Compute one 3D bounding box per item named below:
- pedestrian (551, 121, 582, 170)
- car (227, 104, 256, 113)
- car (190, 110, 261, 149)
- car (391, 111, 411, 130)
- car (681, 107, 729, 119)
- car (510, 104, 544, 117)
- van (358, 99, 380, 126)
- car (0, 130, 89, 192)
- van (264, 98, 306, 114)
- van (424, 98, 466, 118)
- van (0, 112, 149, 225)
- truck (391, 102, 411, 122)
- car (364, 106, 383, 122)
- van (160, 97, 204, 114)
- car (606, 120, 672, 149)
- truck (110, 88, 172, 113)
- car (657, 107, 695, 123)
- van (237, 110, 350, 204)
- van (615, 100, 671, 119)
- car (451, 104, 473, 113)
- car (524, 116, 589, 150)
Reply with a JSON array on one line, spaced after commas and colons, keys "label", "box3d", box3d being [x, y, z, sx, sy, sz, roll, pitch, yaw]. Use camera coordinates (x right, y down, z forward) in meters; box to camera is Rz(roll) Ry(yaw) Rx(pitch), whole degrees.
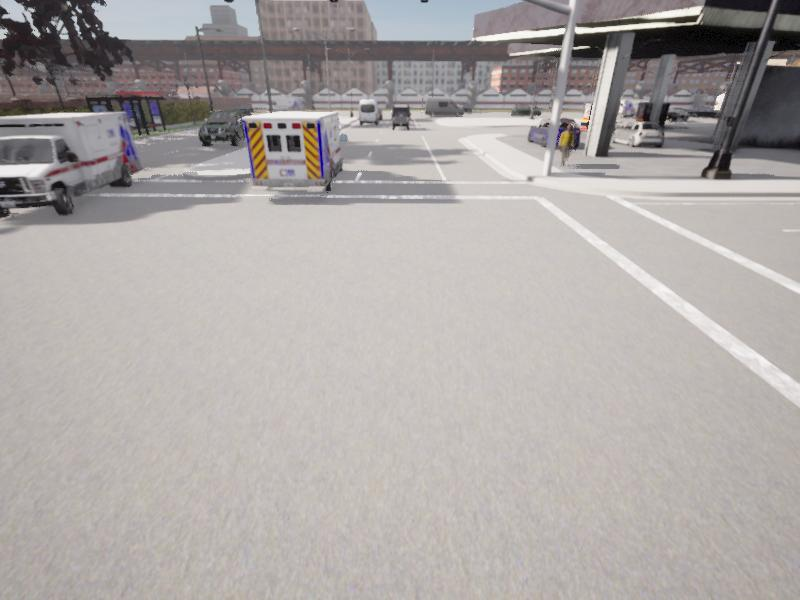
[{"label": "pedestrian", "box3d": [7.146, -6.646, 17.200, 0.751, 1.860, 0.751, 3, 27, 6]}, {"label": "car", "box3d": [-28.793, -34.870, 72.809, 4.181, 1.385, 1.994, 0, 27, 0]}, {"label": "car", "box3d": [-11.438, -11.560, 26.828, 2.150, 2.045, 5.566, 0, 27, 0]}, {"label": "car", "box3d": [0.084, -17.847, 39.700, 1.845, 1.501, 3.633, 0, 27, 0]}, {"label": "car", "box3d": [46.210, -28.430, 60.718, 5.357, 1.411, 2.033, 12, 29, 21]}, {"label": "car", "box3d": [20.027, -30.003, 63.203, 4.553, 1.767, 2.097, 0, 27, 0]}, {"label": "van", "box3d": [-3.400, -21.080, 44.867, 1.988, 2.561, 5.915, 0, 27, 0]}, {"label": "car", "box3d": [-14.960, -5.370, 15.217, 2.152, 1.651, 5.027, 0, 27, 0]}, {"label": "van", "box3d": [-19.939, -33.693, 69.426, 6.366, 2.431, 2.351, 0, 27, 0]}, {"label": "van", "box3d": [6.687, -28.820, 59.953, 5.915, 2.561, 1.988, 1, 27, 0]}, {"label": "van", "box3d": [-10.621, -4.474, 12.619, 2.351, 2.431, 6.366, -6, 28, -10]}, {"label": "truck", "box3d": [0.149, -24.763, 52.539, 2.390, 2.098, 6.274, 0, 27, 1]}, {"label": "car", "box3d": [-3.394, -24.245, 52.032, 2.152, 1.651, 5.027, 0, 27, 0]}, {"label": "van", "box3d": [-37.787, -33.851, 69.458, 5.915, 2.561, 1.988, 1, 27, 0]}, {"label": "car", "box3d": [15.513, -10.919, 26.248, 1.970, 1.475, 3.806, 0, 27, 0]}, {"label": "truck", "box3d": [-46.597, -36.090, 72.298, 8.468, 3.827, 2.891, 1, 27, 0]}, {"label": "car", "box3d": [35.335, -23.704, 51.197, 5.238, 1.638, 1.930, -19, 33, -32]}, {"label": "van", "box3d": [-3.459, -5.541, 14.741, 2.351, 2.431, 6.366, 0, 27, 0]}, {"label": "van", "box3d": [36.090, -28.529, 59.723, 6.366, 2.431, 2.351, 5, 28, 9]}, {"label": "car", "box3d": [11.189, -34.748, 72.625, 3.633, 1.501, 1.845, 0, 27, 0]}, {"label": "car", "box3d": [9.768, -10.732, 25.498, 2.242, 1.667, 4.611, 0, 27, 0]}]
